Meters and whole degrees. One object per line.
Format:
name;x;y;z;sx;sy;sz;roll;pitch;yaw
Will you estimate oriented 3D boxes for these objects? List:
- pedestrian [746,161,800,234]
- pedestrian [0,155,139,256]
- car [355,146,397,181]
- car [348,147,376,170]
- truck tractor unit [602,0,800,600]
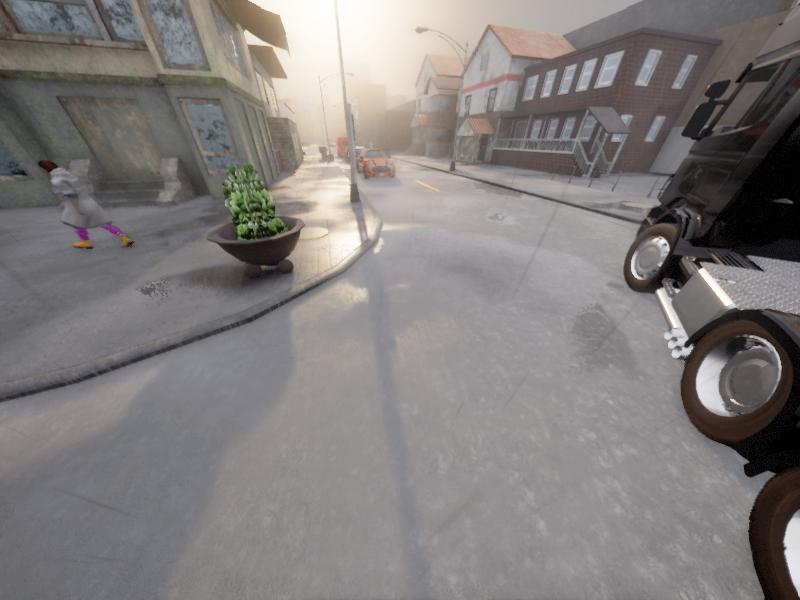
pedestrian;11.228;-2.915;6.414;0.751;1.860;0.751;13;37;17
pedestrian;-6.922;-2.013;4.982;0.751;1.860;0.751;-10;36;-14
car;-1.814;-10.007;16.728;2.097;1.767;4.553;-9;36;-13
car;-3.653;-13.556;21.955;1.851;1.617;3.988;-9;36;-13
truck tractor unit;4.436;-0.698;1.338;3.053;4.208;6.516;19;40;25
